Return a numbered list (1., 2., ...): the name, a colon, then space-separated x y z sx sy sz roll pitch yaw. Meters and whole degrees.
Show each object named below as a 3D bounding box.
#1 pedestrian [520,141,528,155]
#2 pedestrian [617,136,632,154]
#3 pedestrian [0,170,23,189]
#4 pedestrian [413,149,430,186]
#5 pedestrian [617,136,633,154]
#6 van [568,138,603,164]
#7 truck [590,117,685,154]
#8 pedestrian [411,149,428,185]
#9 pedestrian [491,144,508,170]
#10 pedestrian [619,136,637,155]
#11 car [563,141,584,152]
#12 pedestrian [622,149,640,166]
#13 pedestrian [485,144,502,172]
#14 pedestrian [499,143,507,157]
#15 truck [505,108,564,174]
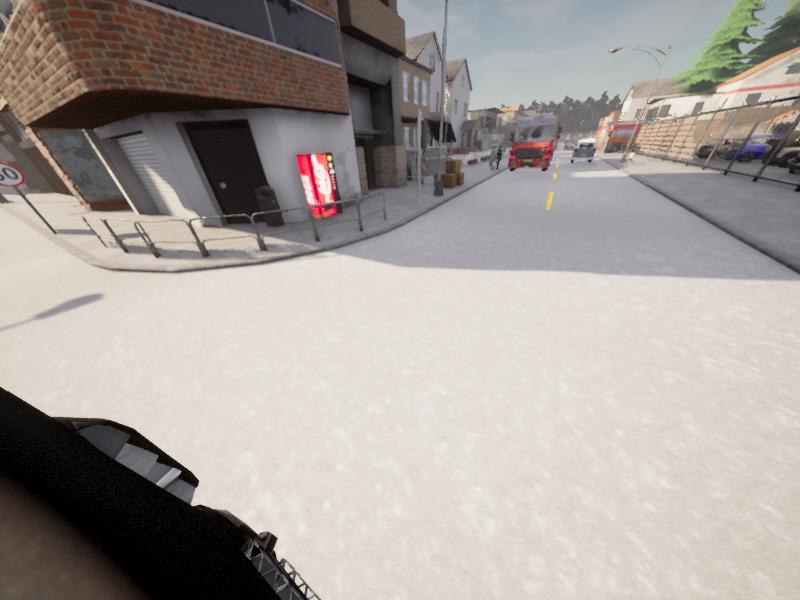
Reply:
1. pedestrian: 21.107 -25.887 39.378 0.751 1.860 0.751 13 37 23
2. pedestrian: 28.962 -19.946 29.803 0.751 1.860 0.751 24 42 34
3. pedestrian: -45.353 -14.047 26.825 0.751 1.860 0.751 21 40 31
4. pedestrian: 1.289 -7.978 13.950 0.751 1.860 0.751 17 39 28
5. pedestrian: 28.576 -19.661 29.404 0.751 1.860 0.751 14 37 24
6. van: 18.751 -15.256 23.613 2.069 2.038 4.480 16 38 26
7. truck: 33.507 -23.468 33.201 8.468 3.827 2.891 4 34 10
8. pedestrian: 1.225 -8.324 14.478 0.751 1.860 0.751 18 39 29
9. pedestrian: 8.454 -12.157 19.693 0.751 1.860 0.751 -24 39 -29
10. pedestrian: 28.283 -19.141 28.643 0.751 1.860 0.751 7 35 15
11. car: 33.695 -30.003 45.027 2.152 1.651 5.027 11 36 21
12. pedestrian: 18.332 -11.329 18.348 0.500 1.100 0.500 -12 35 -13
13. pedestrian: 7.736 -11.728 19.104 0.751 1.860 0.751 -8 34 -7
14. pedestrian: 16.202 -23.547 36.242 0.751 1.860 0.751 15 38 26
15. truck: 11.765 -13.528 19.949 2.891 3.827 8.468 16 38 26
